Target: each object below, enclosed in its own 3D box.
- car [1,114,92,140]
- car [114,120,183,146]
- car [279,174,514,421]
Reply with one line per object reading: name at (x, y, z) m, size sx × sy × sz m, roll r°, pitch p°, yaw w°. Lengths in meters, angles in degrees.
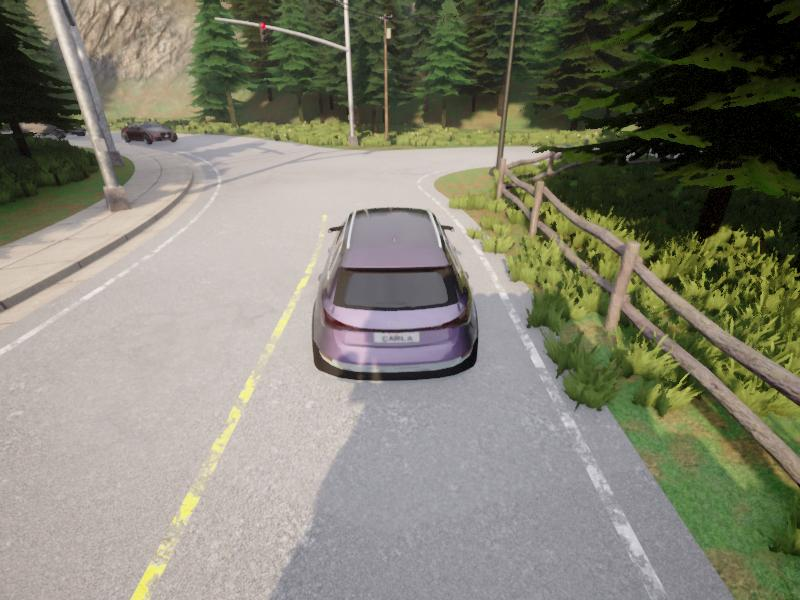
car at (-27.384, -13.485, 31.123) m, size 5.027 × 1.651 × 2.152 m, roll 3°, pitch 27°, yaw 7°
car at (-17.684, -11.805, 28.127) m, size 4.181 × 1.385 × 1.994 m, roll 14°, pitch 30°, yaw 26°
car at (-0.115, -0.593, 5.995) m, size 2.033 × 1.649 × 4.856 m, roll -1°, pitch 27°, yaw -2°
